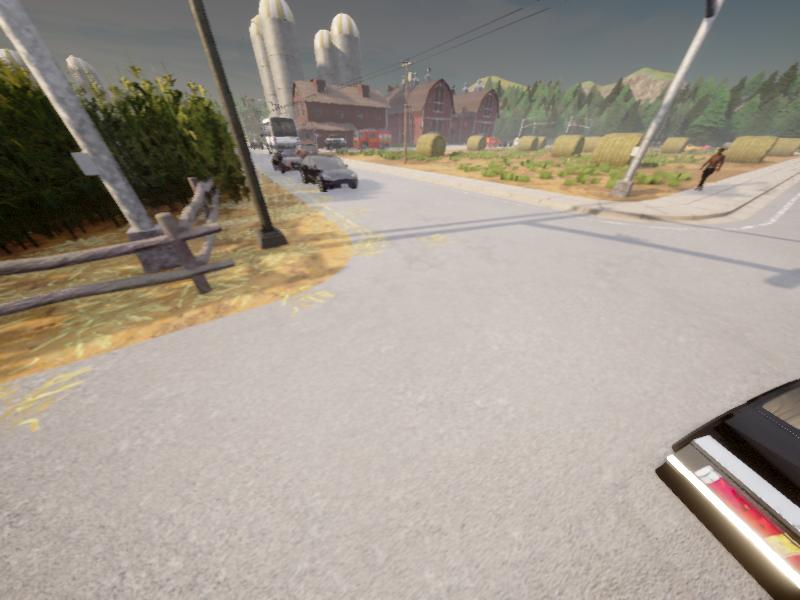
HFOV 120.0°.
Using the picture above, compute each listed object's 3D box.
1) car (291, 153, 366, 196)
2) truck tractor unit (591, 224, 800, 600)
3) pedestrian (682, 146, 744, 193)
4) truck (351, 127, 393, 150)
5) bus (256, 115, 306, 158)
[{"bbox_3d":[-4.009,-7.009,12.583,2.163,1.488,4.792,-21,40,-28],"label":"car"},{"bbox_3d":[5.326,0.019,0.333,6.516,4.208,3.053,-7,36,-10],"label":"truck tractor unit"},{"bbox_3d":[14.765,-6.186,10.975,0.751,1.860,0.751,-11,37,-15],"label":"pedestrian"},{"bbox_3d":[-5.922,-34.970,50.215,8.468,3.827,2.891,-22,41,-29],"label":"truck"},{"bbox_3d":[-16.790,-22.630,32.199,3.944,4.253,10.273,-18,39,-25],"label":"bus"}]
